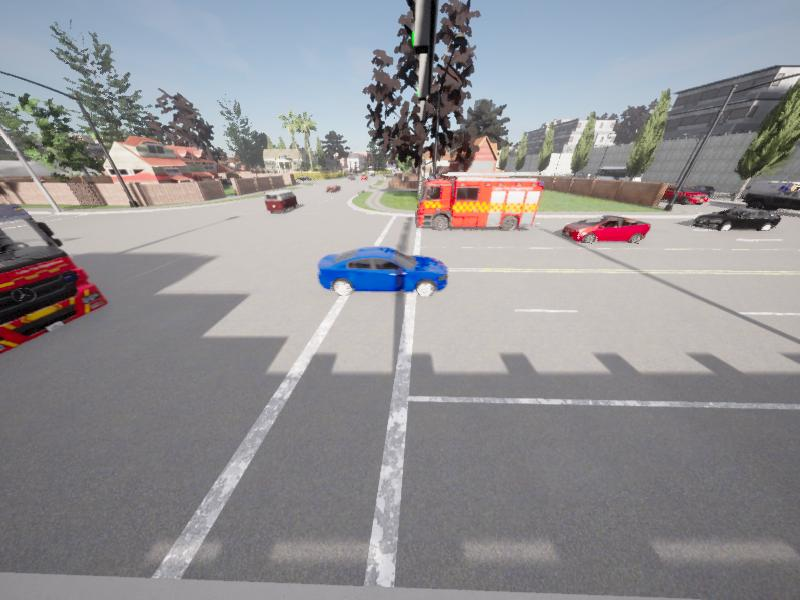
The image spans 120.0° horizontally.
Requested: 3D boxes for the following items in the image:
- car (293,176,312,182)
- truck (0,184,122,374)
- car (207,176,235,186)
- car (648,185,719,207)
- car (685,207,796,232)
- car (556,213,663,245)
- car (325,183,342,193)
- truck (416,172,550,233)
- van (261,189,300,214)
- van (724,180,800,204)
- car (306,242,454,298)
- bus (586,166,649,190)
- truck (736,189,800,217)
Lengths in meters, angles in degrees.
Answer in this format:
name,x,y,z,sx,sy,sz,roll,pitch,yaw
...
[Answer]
name,x,y,z,sx,sy,sz,roll,pitch,yaw
car,-30.574,-38.246,72.864,4.902,1.511,2.128,0,30,0
truck,-13.564,-0.560,5.544,8.468,3.827,2.891,0,30,0
car,-41.730,-27.833,53.957,4.605,1.855,1.932,0,30,0
car,36.313,-13.629,29.973,2.150,2.045,5.566,0,30,1
car,25.564,-6.152,17.557,4.892,1.490,1.837,1,30,1
car,13.110,-4.560,14.777,4.514,1.525,2.007,1,30,1
car,-12.741,-21.584,44.495,1.895,1.301,4.718,0,30,0
truck,5.595,-7.381,17.364,8.468,3.827,2.891,1,30,1
van,-12.685,-10.710,24.967,1.775,1.987,4.442,0,30,0
van,51.359,-15.260,32.397,2.351,2.431,6.366,0,30,1
car,-0.664,-1.234,9.005,5.008,1.535,1.882,1,30,1
bus,48.081,-27.569,51.896,3.944,4.253,10.273,0,30,1
truck,39.699,-9.805,23.276,2.390,2.098,6.274,0,30,1
